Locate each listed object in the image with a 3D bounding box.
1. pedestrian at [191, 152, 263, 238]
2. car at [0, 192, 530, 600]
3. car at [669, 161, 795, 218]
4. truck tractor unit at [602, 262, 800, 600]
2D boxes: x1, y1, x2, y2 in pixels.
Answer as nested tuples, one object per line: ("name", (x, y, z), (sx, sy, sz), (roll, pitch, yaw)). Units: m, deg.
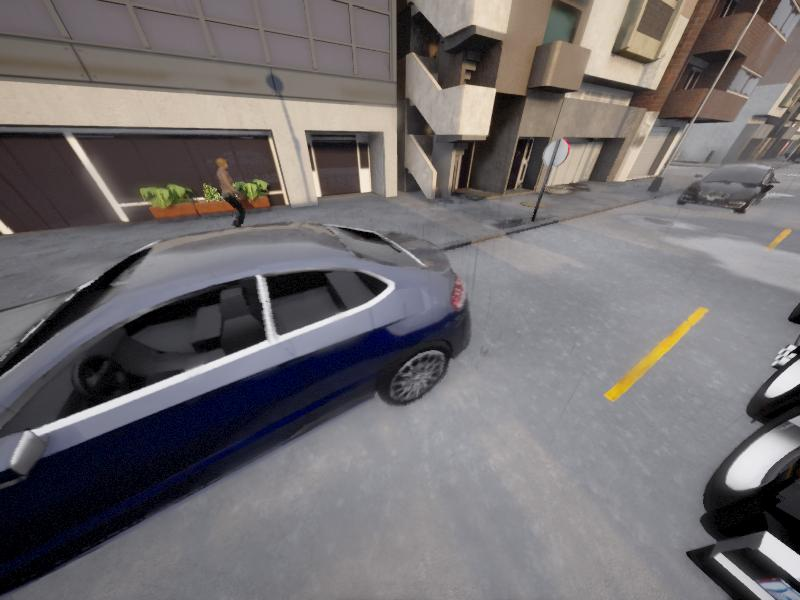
("pedestrian", (-4.409, -2.712, 6.006), (0.751, 1.860, 0.751), (28, 44, 34))
("car", (-1.642, 0.324, 2.099), (5.027, 1.651, 2.152), (-18, 39, -24))
("car", (13.757, -4.726, 9.574), (4.892, 1.490, 1.837), (-19, 39, -25))
("truck tractor unit", (5.107, -0.305, 0.787), (6.516, 4.208, 3.053), (-18, 39, -24))
